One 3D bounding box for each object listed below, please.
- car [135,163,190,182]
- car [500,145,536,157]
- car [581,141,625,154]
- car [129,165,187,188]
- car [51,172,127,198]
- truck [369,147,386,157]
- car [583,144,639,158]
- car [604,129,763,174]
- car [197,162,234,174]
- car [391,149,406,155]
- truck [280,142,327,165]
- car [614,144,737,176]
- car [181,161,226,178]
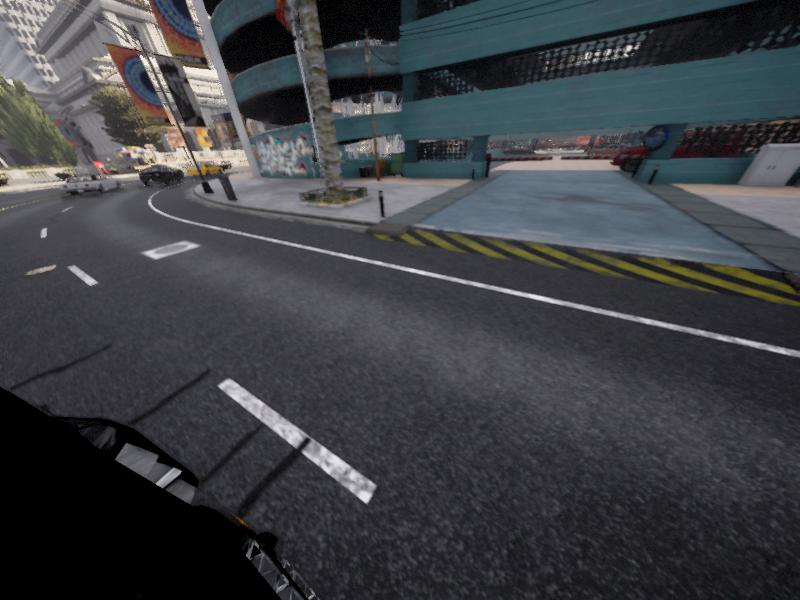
[{"bbox_3d":[-28.659,-15.582,28.162,2.038,1.542,4.974,-7,34,-6],"label":"car"},{"bbox_3d":[19.685,-24.825,38.484,4.902,1.511,2.128,16,38,26],"label":"car"},{"bbox_3d":[31.769,-23.939,36.362,4.786,1.482,2.161,16,38,26],"label":"car"},{"bbox_3d":[-23.587,-12.264,22.793,2.128,1.511,4.902,-14,35,-17],"label":"car"},{"bbox_3d":[-25.489,-9.677,19.216,1.895,1.301,4.718,-17,36,-21],"label":"car"},{"bbox_3d":[-6.886,-46.291,72.146,2.627,2.467,5.204,16,38,26],"label":"truck"},{"bbox_3d":[25.592,-18.274,28.331,4.718,1.301,1.895,16,38,26],"label":"car"},{"bbox_3d":[17.013,-9.296,14.588,5.566,2.045,2.435,16,38,26],"label":"car"},{"bbox_3d":[-28.757,-20.790,36.236,1.895,1.301,4.718,1,34,6],"label":"car"},{"bbox_3d":[-0.481,-50.365,78.647,4.974,1.542,2.038,-11,34,-12],"label":"car"},{"bbox_3d":[-19.682,-30.537,48.020,2.891,3.827,8.468,15,37,25],"label":"truck"},{"bbox_3d":[17.079,-8.955,14.778,4.514,1.523,2.007,16,38,26],"label":"car"},{"bbox_3d":[-25.517,-17.175,30.286,1.801,1.575,5.366,-5,33,-3],"label":"car"}]
